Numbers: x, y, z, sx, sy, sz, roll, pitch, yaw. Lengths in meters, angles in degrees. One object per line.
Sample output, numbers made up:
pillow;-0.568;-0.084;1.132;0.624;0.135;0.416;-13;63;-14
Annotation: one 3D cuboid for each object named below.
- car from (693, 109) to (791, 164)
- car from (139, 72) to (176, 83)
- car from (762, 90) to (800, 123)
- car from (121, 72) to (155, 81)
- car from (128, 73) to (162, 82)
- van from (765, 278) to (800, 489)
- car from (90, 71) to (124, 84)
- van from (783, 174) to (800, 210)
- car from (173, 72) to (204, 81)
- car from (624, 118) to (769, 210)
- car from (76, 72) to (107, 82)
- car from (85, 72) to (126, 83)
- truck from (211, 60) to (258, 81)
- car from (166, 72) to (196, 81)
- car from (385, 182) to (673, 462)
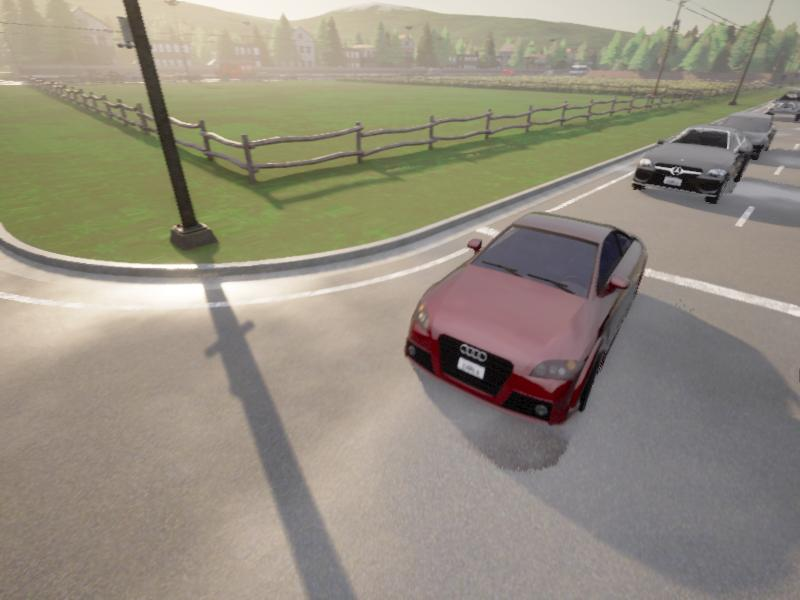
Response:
car;14.507;-7.015;16.900;2.163;1.488;4.792;27;39;37
car;-45.252;-41.582;74.709;1.801;1.575;5.366;27;39;37
car;28.041;-14.013;28.797;1.932;1.855;4.605;27;38;37
car;-51.180;-43.634;78.097;1.882;1.535;5.008;27;39;37
car;-48.519;-42.430;76.153;2.163;1.488;4.792;27;39;37
van;4.445;0.860;2.639;2.069;2.038;4.480;18;34;28
car;-49.012;-37.333;67.025;1.905;1.878;3.866;27;39;37
van;13.033;-4.158;11.038;2.351;2.431;6.366;27;39;37
car;-42.839;-45.296;81.127;1.882;1.535;5.008;27;39;37
car;8.910;-4.250;11.902;2.152;1.651;5.027;27;39;37
car;-56.575;-40.935;73.362;1.851;1.617;3.988;27;39;37
car;-51.096;-38.702;69.549;1.930;1.638;5.238;27;39;37
truck;-35.756;-49.827;86.767;2.891;3.827;8.468;27;39;37
car;-45.471;-46.449;83.136;2.128;1.511;4.902;27;39;37
car;1.896;-0.280;5.200;1.994;1.385;4.181;21;36;31
